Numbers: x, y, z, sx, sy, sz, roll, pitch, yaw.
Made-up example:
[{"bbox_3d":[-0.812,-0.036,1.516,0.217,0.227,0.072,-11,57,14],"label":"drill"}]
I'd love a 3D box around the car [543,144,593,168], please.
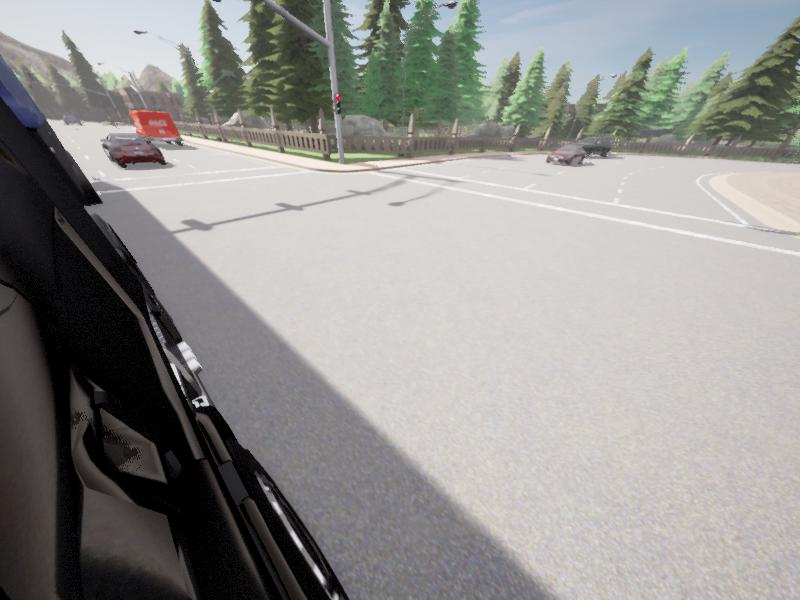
[{"bbox_3d":[14.573,-12.579,20.030,4.674,1.442,1.812,-26,45,-33],"label":"car"}]

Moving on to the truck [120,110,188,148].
[{"bbox_3d":[-22.343,-15.559,20.993,5.204,2.467,2.627,28,44,30],"label":"truck"}]

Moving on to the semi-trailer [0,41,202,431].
[{"bbox_3d":[-8.702,-3.599,4.228,14.254,4.402,2.717,28,44,30],"label":"semi-trailer"}]

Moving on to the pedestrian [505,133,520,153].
[{"bbox_3d":[12.761,-17.769,26.187,0.751,1.860,0.751,-16,41,-23],"label":"pedestrian"}]

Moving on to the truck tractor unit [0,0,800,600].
[{"bbox_3d":[-2.645,-0.295,0.351,6.516,4.208,3.053,28,44,30],"label":"truck tractor unit"}]

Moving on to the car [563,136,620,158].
[{"bbox_3d":[22.902,-18.323,27.677,5.566,2.045,2.150,-13,40,-20],"label":"car"}]

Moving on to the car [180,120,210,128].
[{"bbox_3d":[-52.096,-44.744,58.773,1.801,1.575,5.366,28,44,30],"label":"car"}]

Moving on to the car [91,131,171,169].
[{"bbox_3d":[-15.028,-8.452,12.896,4.181,1.385,1.994,28,44,30],"label":"car"}]
